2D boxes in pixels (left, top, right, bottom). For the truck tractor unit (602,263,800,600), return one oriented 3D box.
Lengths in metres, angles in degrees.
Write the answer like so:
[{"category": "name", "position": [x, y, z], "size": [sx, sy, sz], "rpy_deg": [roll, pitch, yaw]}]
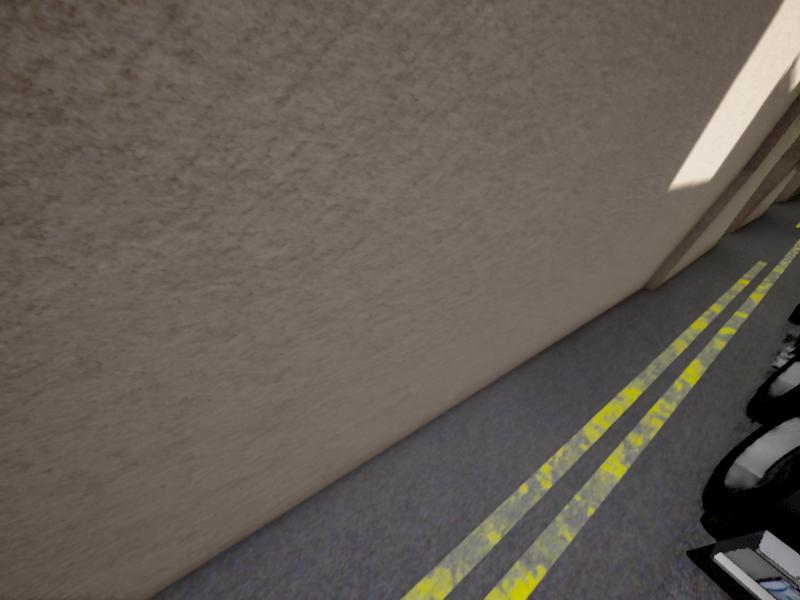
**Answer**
[{"category": "truck tractor unit", "position": [5.111, -0.301, 0.789], "size": [6.516, 4.208, 3.053], "rpy_deg": [-18, 39, -24]}]
